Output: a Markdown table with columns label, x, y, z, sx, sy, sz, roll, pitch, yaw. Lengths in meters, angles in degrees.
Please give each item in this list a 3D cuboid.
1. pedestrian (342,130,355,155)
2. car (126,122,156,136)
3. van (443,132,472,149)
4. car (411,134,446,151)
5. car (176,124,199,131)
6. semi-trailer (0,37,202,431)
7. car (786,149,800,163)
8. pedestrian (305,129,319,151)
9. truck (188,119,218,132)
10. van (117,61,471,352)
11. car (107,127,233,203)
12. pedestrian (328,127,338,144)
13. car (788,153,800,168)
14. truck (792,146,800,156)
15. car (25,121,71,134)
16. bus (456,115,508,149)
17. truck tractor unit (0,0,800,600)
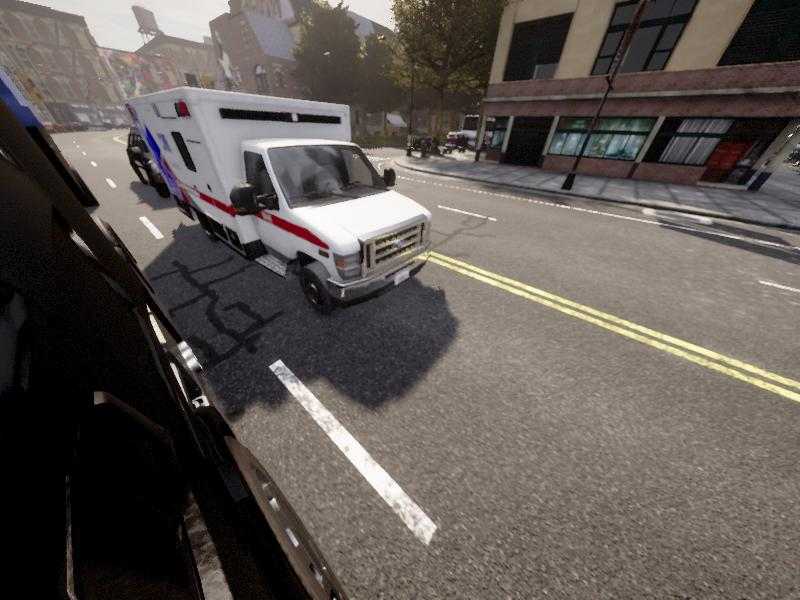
| label | x | y | z | sx | sy | sz | roll | pitch | yaw |
| --- | --- | --- | --- | --- | --- | --- | --- | --- | --- |
| pedestrian | -4.733 | -14.505 | 21.343 | 0.751 | 1.860 | 0.751 | 22 | 41 | 24 |
| car | -42.230 | -27.987 | 37.786 | 1.930 | 1.638 | 5.238 | -19 | 42 | -26 |
| van | 8.815 | -24.415 | 35.340 | 2.069 | 2.038 | 4.480 | 28 | 43 | 30 |
| car | 3.832 | -20.819 | 30.554 | 1.930 | 1.638 | 5.238 | 27 | 43 | 30 |
| car | -54.839 | -44.474 | 59.596 | 1.970 | 1.475 | 3.806 | 7 | 37 | 6 |
| semi-trailer | -8.754 | -3.542 | 4.208 | 14.254 | 4.402 | 2.717 | 27 | 43 | 30 |
| car | 60.729 | -21.429 | 34.431 | 1.851 | 1.617 | 3.988 | 28 | 43 | 30 |
| pedestrian | -9.081 | -16.607 | 23.952 | 0.751 | 1.860 | 0.751 | 28 | 44 | 30 |
| truck | -51.081 | -45.356 | 60.079 | 2.627 | 2.467 | 5.204 | 7 | 37 | 6 |
| van | -2.374 | -2.162 | 4.360 | 6.366 | 2.431 | 2.351 | 28 | 43 | 30 |
| car | -8.576 | -5.211 | 8.611 | 4.605 | 1.855 | 1.932 | 28 | 43 | 30 |
| pedestrian | -9.233 | -22.677 | 31.887 | 0.751 | 1.860 | 0.751 | 23 | 41 | 26 |
| car | 47.346 | -15.608 | 25.955 | 1.837 | 1.490 | 4.892 | 22 | 41 | 24 |
| truck | 94.906 | -34.558 | 53.252 | 2.627 | 2.467 | 5.204 | 28 | 43 | 30 |
| car | -51.341 | -25.335 | 33.875 | 2.002 | 1.452 | 4.674 | -18 | 41 | -25 |
| bus | 14.320 | -29.186 | 40.218 | 3.944 | 4.253 | 10.273 | 28 | 43 | 30 |
| truck tractor unit | -2.645 | -0.295 | 0.351 | 6.516 | 4.208 | 3.053 | 28 | 44 | 30 |
